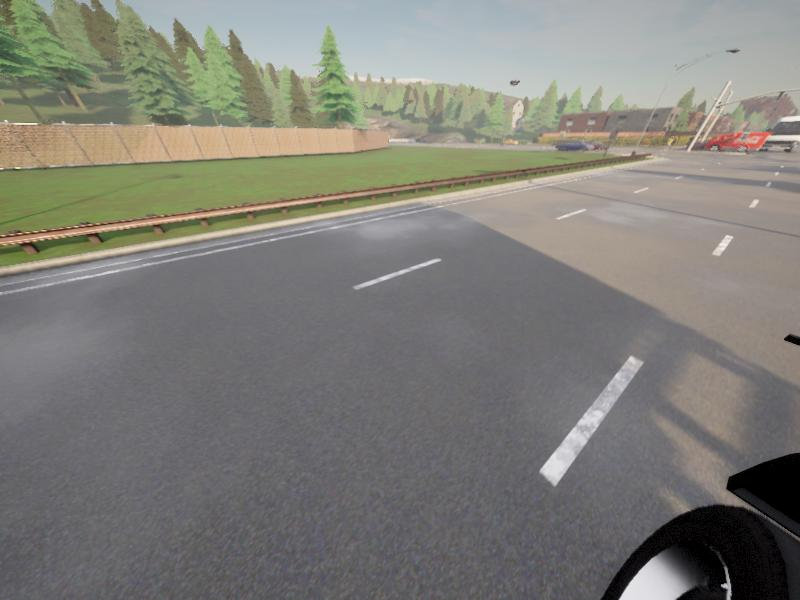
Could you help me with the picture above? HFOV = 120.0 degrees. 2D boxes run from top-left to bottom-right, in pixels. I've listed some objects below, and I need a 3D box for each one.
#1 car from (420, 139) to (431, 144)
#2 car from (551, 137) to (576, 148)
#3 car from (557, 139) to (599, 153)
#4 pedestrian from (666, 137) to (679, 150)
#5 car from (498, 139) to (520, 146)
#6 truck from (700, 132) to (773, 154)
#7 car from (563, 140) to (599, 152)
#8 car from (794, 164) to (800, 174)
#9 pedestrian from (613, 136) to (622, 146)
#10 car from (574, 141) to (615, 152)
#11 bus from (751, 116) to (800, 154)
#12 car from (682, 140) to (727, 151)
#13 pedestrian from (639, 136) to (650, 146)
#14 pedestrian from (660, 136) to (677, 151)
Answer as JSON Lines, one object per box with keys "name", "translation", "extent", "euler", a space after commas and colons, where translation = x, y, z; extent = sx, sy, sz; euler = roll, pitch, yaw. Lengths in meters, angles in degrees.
{"name": "car", "translation": [9.450, -58.782, 85.641], "extent": [1.970, 1.475, 3.806], "euler": [-22, 41, -27]}
{"name": "car", "translation": [37.514, -36.172, 53.015], "extent": [1.905, 1.878, 3.866], "euler": [-29, 44, -34]}
{"name": "car", "translation": [28.002, -24.411, 36.567], "extent": [2.097, 1.767, 4.553], "euler": [-22, 41, -27]}
{"name": "pedestrian", "translation": [48.854, -28.063, 41.415], "extent": [0.751, 1.860, 0.751], "euler": [-30, 45, -35]}
{"name": "car", "translation": [30.516, -44.475, 65.097], "extent": [1.801, 1.575, 5.366], "euler": [-20, 40, -25]}
{"name": "truck", "translation": [48.521, -22.794, 33.500], "extent": [2.627, 2.467, 5.204], "euler": [-22, 41, -27]}
{"name": "car", "translation": [30.354, -25.937, 38.864], "extent": [1.851, 1.617, 3.988], "euler": [-22, 40, -27]}
{"name": "car", "translation": [29.510, -9.525, 15.750], "extent": [4.902, 1.511, 2.128], "euler": [-22, 41, -28]}
{"name": "pedestrian", "translation": [50.851, -37.144, 53.970], "extent": [0.751, 1.860, 0.751], "euler": [-22, 40, -27]}
{"name": "car", "translation": [33.624, -26.724, 40.052], "extent": [2.163, 1.488, 4.792], "euler": [-22, 41, -27]}
{"name": "bus", "translation": [58.197, -24.751, 34.605], "extent": [10.273, 4.253, 3.944], "euler": [-22, 41, -28]}
{"name": "car", "translation": [53.027, -26.965, 40.286], "extent": [4.181, 1.385, 1.994], "euler": [10, 37, 15]}
{"name": "pedestrian", "translation": [53.465, -34.722, 50.518], "extent": [0.751, 1.860, 0.751], "euler": [-21, 40, -27]}
{"name": "pedestrian", "translation": [40.952, -23.789, 35.190], "extent": [0.751, 1.860, 0.751], "euler": [-15, 38, -19]}
